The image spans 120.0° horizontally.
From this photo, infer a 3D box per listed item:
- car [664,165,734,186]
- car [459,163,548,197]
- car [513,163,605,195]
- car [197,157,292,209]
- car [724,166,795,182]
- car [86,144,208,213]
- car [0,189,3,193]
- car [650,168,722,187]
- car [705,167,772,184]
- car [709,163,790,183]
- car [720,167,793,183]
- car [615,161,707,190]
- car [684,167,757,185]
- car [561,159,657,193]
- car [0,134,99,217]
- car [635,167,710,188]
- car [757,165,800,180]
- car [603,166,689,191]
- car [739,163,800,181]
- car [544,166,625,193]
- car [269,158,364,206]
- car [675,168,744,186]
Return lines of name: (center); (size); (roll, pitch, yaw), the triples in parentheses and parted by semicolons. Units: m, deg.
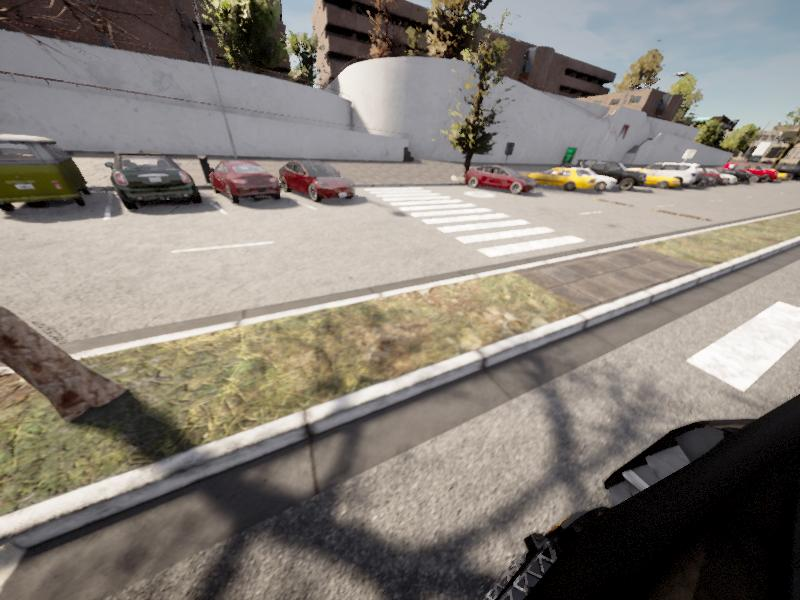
car: (34.031, -14.402, 26.553); (2.185, 1.767, 4.553); (-27, 43, -37)
car: (6.777, -8.224, 15.613); (2.163, 1.488, 4.792); (-26, 43, -37)
car: (12.078, -9.513, 17.930); (1.946, 1.575, 5.366); (-27, 43, -37)
car: (-6.882, -5.287, 10.086); (2.002, 1.452, 4.674); (-27, 43, -37)
car: (53.013, -18.733, 34.289); (1.946, 1.575, 5.366); (-28, 43, -37)
car: (-9.565, -4.832, 8.879); (2.185, 1.767, 4.553); (-27, 43, -37)
car: (-15.008, -3.569, 6.759); (2.231, 1.521, 4.892); (-27, 43, -37)
car: (31.321, -13.630, 25.543); (2.002, 1.452, 4.674); (-27, 43, -37)
car: (44.985, -16.750, 30.935); (2.163, 1.488, 4.792); (-27, 43, -37)
car: (47.721, -17.612, 31.866); (2.435, 2.045, 5.566); (-27, 43, -37)
car: (50.552, -17.963, 32.990); (1.946, 1.575, 5.366); (-27, 43, -37)
car: (25.845, -12.656, 23.210); (2.435, 2.045, 5.566); (-27, 43, -37)
car: (39.508, -15.528, 28.764); (2.097, 1.535, 5.008); (-28, 43, -36)
car: (17.705, -10.823, 19.888); (2.435, 2.045, 5.566); (-26, 43, -37)
car: (-12.376, -4.392, 7.808); (1.878, 1.987, 4.442); (-27, 43, -37)
car: (28.562, -13.033, 24.454); (2.163, 1.488, 4.792); (-27, 43, -37)
car: (64.080, -21.215, 38.447); (2.185, 1.767, 4.553); (-27, 43, -37)
car: (23.259, -11.756, 22.128); (1.946, 1.575, 5.366); (-27, 43, -37)
car: (58.582, -20.114, 36.232); (2.435, 2.045, 5.566); (-28, 43, -37)
car: (14.938, -9.999, 18.958); (2.002, 1.452, 4.674); (-27, 43, -37)
car: (-4.130, -5.876, 11.179); (2.163, 1.488, 4.792); (-26, 43, -37)
car: (36.775, -14.874, 27.711); (2.002, 1.452, 4.674); (-27, 43, -37)
